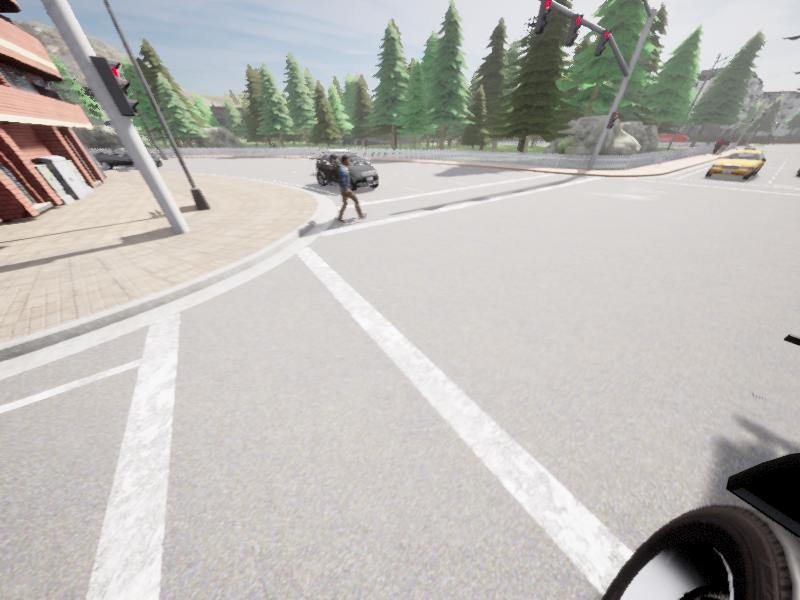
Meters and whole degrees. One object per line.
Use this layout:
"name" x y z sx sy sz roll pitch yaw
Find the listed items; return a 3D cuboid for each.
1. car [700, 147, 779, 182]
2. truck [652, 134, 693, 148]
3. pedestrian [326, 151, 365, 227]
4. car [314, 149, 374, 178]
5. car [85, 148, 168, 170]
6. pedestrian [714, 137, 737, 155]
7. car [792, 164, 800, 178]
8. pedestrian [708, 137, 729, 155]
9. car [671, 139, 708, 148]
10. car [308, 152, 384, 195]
"car" 22.000 -8.885 14.953 5.366 1.575 1.801 -21 40 -27
"truck" 62.620 -36.675 53.240 2.627 2.467 5.204 -21 40 -27
"pedestrian" -1.555 -3.216 6.742 0.751 1.860 0.751 -13 37 -17
"car" -3.998 -9.925 16.656 3.806 1.475 1.970 21 41 28
"car" -23.666 -12.295 20.151 4.514 1.525 2.007 2 35 4
"pedestrian" 41.104 -19.449 29.219 0.751 1.860 0.751 -14 37 -19
"car" 27.766 -8.764 14.816 4.792 1.488 2.163 -22 41 -28
"pedestrian" 41.251 -19.950 29.930 0.751 1.860 0.751 -20 40 -25
"car" 66.890 -36.238 53.420 2.128 1.511 4.902 -21 40 -27
"car" -2.805 -6.692 11.992 3.705 1.549 1.789 28 44 34
